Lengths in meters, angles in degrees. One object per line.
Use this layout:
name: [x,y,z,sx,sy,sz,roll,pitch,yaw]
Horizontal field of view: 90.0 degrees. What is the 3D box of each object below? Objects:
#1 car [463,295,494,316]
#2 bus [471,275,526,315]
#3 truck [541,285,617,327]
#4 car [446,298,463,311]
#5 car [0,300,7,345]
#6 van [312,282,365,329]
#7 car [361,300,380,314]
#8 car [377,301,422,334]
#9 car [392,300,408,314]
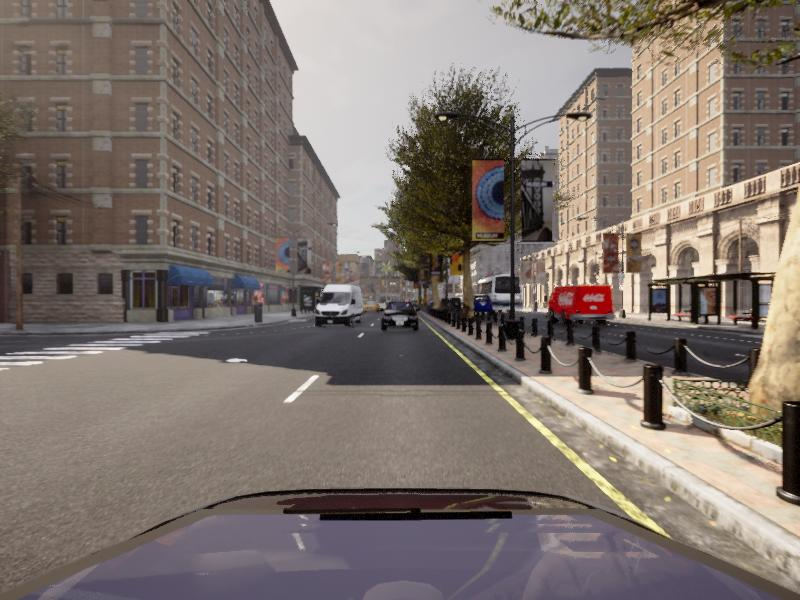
car: [8.004,0.550,41.281,2.150,2.045,5.566,0,0,0]
bus: [11.377,-0.555,47.627,3.944,4.253,10.273,0,0,0]
truck: [11.489,0.346,26.214,2.627,2.467,5.204,0,0,0]
car: [7.999,0.620,59.067,1.905,1.878,3.866,0,0,0]
car: [-16.765,0.796,13.297,5.366,1.575,1.801,0,0,-4]
van: [-3.652,0.311,24.895,1.988,2.561,5.915,1,0,4]
car: [-3.500,0.781,48.292,1.801,1.575,5.366,0,0,0]
car: [-0.003,0.826,21.368,2.128,1.511,4.902,0,0,0]
car: [-0.005,0.768,47.380,1.851,1.617,3.988,0,0,0]
